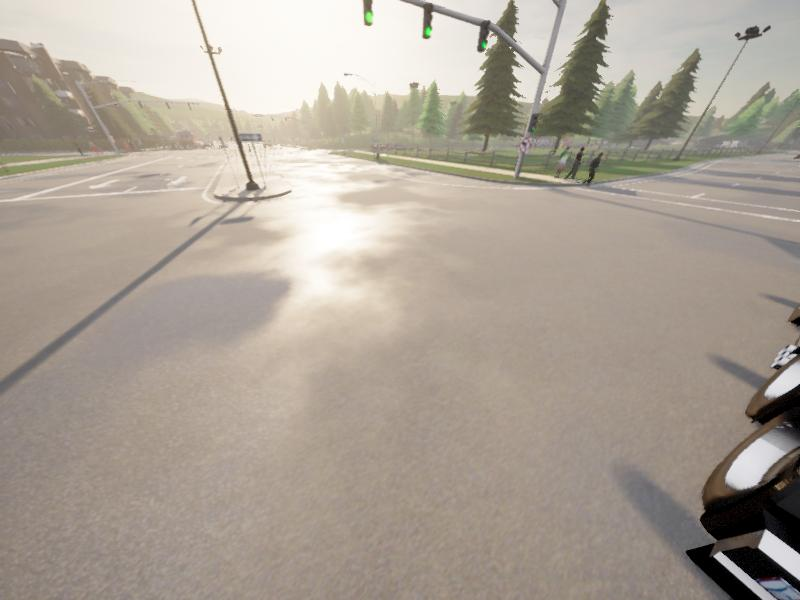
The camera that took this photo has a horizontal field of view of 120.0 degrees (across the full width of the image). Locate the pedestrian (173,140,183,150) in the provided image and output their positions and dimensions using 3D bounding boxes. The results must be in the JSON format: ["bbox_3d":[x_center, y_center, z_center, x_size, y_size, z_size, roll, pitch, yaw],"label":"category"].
[{"bbox_3d":[-49.143,-34.322,51.122,0.751,1.860,0.751,-27,43,-33],"label":"pedestrian"}]

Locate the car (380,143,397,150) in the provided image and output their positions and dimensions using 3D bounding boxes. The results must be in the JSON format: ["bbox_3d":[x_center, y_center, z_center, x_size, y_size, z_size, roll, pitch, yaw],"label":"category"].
[{"bbox_3d":[-3.000,-39.286,59.103,3.988,1.617,1.851,-18,39,-24],"label":"car"}]

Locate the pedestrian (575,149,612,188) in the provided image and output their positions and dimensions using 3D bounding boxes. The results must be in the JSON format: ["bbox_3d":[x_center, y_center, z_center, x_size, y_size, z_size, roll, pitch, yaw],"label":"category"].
[{"bbox_3d":[11.194,-7.608,13.401,0.751,1.860,0.751,-14,37,-20],"label":"pedestrian"}]

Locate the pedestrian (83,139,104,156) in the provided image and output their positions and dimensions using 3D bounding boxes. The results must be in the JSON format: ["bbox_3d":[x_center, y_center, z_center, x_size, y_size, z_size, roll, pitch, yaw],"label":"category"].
[{"bbox_3d":[-41.640,-20.723,31.393,0.751,1.860,0.751,-16,38,-22],"label":"pedestrian"}]

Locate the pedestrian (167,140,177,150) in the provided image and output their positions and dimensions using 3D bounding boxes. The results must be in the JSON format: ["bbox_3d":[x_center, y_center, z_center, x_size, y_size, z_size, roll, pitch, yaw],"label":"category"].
[{"bbox_3d":[-49.422,-33.612,50.098,0.751,1.860,0.751,17,38,23],"label":"pedestrian"}]

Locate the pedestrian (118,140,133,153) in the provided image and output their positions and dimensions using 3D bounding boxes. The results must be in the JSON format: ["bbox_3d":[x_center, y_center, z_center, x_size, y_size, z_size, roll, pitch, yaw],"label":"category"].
[{"bbox_3d":[-48.343,-27.054,40.686,0.751,1.860,0.751,-14,37,-20],"label":"pedestrian"}]

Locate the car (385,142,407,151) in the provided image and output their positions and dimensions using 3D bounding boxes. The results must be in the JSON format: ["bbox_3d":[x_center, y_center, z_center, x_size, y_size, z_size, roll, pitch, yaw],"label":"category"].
[{"bbox_3d":[-0.914,-37.692,56.752,4.856,1.649,2.033,-18,39,-24],"label":"car"}]

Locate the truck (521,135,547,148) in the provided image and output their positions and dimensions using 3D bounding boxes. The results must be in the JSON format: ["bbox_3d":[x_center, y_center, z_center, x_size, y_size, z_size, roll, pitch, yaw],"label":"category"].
[{"bbox_3d":[47.807,-56.670,82.641,8.468,3.827,2.891,-18,39,-24],"label":"truck"}]

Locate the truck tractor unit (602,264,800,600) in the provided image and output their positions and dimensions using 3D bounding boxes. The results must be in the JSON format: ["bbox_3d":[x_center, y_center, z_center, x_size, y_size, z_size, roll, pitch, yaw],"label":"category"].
[{"bbox_3d":[5.114,-0.295,0.786,6.516,4.208,3.053,-18,39,-24],"label":"truck tractor unit"}]

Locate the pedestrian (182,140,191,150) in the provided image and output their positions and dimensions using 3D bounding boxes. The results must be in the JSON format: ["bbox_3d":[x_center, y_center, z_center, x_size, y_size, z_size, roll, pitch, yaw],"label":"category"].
[{"bbox_3d":[-47.328,-34.394,51.245,0.751,1.860,0.751,-22,41,-29],"label":"pedestrian"}]

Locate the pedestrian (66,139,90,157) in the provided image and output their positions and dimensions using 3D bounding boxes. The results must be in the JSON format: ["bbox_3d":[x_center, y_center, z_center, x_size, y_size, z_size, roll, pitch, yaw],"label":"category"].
[{"bbox_3d":[-39.955,-18.835,28.698,0.751,1.860,0.751,-16,38,-22],"label":"pedestrian"}]

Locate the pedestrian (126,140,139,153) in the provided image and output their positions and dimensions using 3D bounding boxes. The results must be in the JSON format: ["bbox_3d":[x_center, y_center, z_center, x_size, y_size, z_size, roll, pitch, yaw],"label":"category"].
[{"bbox_3d":[-47.678,-27.411,41.202,0.751,1.860,0.751,-19,39,-25],"label":"pedestrian"}]

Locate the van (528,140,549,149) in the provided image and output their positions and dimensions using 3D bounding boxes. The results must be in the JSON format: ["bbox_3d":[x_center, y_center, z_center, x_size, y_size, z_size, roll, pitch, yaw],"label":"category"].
[{"bbox_3d":[47.761,-53.775,79.701,6.366,2.431,2.351,-18,39,-24],"label":"van"}]

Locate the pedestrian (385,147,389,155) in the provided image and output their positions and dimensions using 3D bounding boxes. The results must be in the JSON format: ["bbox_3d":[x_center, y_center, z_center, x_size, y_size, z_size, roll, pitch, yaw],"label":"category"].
[{"bbox_3d":[-2.069,-23.706,36.788,0.500,1.100,0.500,-15,38,-21],"label":"pedestrian"}]

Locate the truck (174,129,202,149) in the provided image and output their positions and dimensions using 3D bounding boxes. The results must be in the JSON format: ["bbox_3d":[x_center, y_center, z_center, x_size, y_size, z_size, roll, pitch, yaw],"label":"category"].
[{"bbox_3d":[-52.550,-39.998,57.559,2.891,3.827,8.468,-18,39,-25],"label":"truck"}]

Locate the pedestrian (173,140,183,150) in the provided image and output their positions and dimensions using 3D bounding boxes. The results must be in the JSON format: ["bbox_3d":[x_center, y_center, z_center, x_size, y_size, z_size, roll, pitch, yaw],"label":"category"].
[{"bbox_3d":[-48.572,-33.911,50.538,0.751,1.860,0.751,-20,40,-26],"label":"pedestrian"}]

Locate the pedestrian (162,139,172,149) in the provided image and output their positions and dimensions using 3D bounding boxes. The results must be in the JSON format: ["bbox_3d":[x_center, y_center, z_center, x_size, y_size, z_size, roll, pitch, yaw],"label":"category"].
[{"bbox_3d":[-51.225,-34.303,50.776,0.751,1.860,0.751,-15,38,-21],"label":"pedestrian"}]

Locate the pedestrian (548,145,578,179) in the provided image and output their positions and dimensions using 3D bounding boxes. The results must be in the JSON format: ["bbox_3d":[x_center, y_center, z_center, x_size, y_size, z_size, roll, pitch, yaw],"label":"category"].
[{"bbox_3d":[10.641,-9.002,15.130,0.751,1.860,0.751,-10,36,-15],"label":"pedestrian"}]

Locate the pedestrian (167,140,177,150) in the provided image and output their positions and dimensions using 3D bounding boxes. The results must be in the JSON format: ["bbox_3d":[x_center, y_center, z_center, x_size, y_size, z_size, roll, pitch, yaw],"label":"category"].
[{"bbox_3d":[-50.151,-34.134,50.840,0.751,1.860,0.751,-19,39,-26],"label":"pedestrian"}]

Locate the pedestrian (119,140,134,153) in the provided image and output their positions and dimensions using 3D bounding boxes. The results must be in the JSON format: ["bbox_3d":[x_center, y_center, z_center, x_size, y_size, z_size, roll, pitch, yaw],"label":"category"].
[{"bbox_3d":[-47.445,-26.659,40.126,0.751,1.860,0.751,-16,38,-22],"label":"pedestrian"}]

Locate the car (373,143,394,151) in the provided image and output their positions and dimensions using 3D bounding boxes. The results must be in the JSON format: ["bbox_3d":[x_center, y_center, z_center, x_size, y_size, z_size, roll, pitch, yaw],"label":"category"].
[{"bbox_3d":[-4.390,-41.063,61.808,5.027,1.651,2.152,-18,39,-24],"label":"car"}]

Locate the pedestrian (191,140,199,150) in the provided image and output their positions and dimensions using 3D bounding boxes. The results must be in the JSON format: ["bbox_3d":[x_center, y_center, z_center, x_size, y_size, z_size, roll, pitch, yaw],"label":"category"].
[{"bbox_3d":[-46.541,-35.219,52.441,0.751,1.860,0.751,-22,41,-29],"label":"pedestrian"}]

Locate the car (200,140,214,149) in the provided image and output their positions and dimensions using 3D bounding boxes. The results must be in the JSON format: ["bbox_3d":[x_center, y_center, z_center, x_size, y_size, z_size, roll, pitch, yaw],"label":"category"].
[{"bbox_3d":[-48.118,-38.804,57.608,1.905,1.878,3.866,-18,39,-25],"label":"car"}]

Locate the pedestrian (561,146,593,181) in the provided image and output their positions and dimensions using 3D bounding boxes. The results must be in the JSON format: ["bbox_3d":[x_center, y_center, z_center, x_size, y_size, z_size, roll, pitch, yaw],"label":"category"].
[{"bbox_3d":[11.152,-8.638,14.613,0.751,1.860,0.751,-17,38,-23],"label":"pedestrian"}]
